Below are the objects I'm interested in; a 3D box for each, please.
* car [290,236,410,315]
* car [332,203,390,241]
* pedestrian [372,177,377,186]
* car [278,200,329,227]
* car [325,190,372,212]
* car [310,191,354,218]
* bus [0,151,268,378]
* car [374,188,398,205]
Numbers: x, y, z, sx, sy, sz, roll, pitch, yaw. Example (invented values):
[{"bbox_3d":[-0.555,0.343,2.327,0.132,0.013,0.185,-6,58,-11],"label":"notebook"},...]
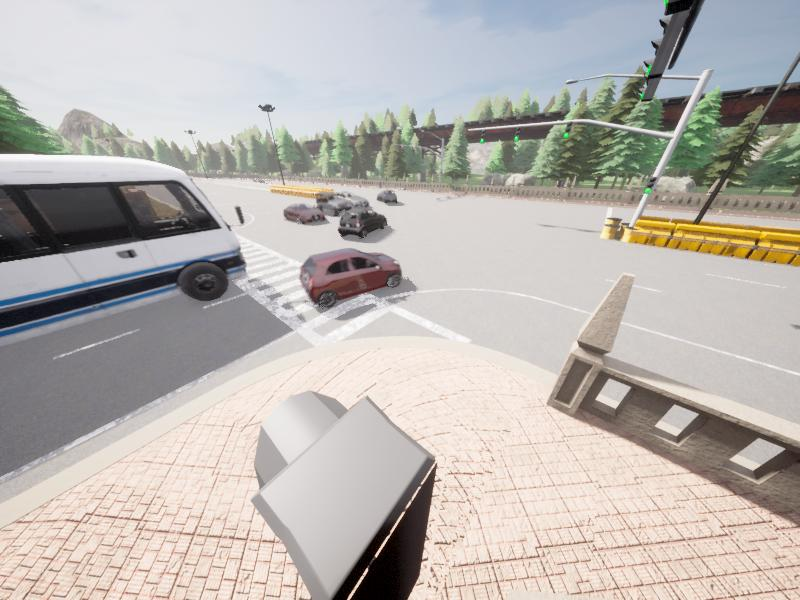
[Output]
[{"bbox_3d":[-1.662,-1.076,8.341,3.633,1.501,1.845,-19,35,-29],"label":"car"},{"bbox_3d":[-2.466,-5.429,15.803,1.851,1.617,3.988,13,33,21],"label":"car"},{"bbox_3d":[-5.763,-26.387,51.496,0.751,1.860,0.751,24,38,35],"label":"pedestrian"},{"bbox_3d":[-8.056,-7.264,19.219,4.181,1.385,1.994,24,37,35],"label":"car"},{"bbox_3d":[-5.678,-10.950,25.350,5.027,1.651,2.152,23,37,34],"label":"car"},{"bbox_3d":[-6.440,-9.094,21.867,3.866,1.878,1.905,23,37,34],"label":"car"},{"bbox_3d":[-9.874,-0.997,5.484,3.944,4.253,10.273,22,37,34],"label":"bus"},{"bbox_3d":[-1.792,-13.048,29.077,1.845,1.501,3.633,-13,32,-21],"label":"car"}]
